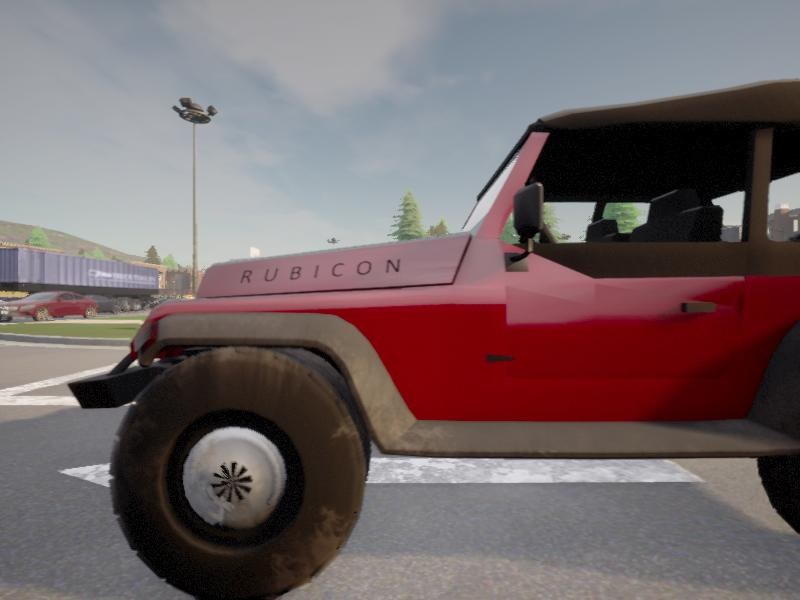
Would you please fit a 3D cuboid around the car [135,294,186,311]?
[{"bbox_3d":[-24.198,0.206,40.709,2.152,1.651,5.027,0,0,-1],"label":"car"}]

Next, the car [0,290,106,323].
[{"bbox_3d":[-16.997,0.287,19.540,1.812,1.442,4.674,0,0,-1],"label":"car"}]

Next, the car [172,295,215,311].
[{"bbox_3d":[-20.696,0.268,40.418,1.837,1.490,4.892,0,0,-1],"label":"car"}]

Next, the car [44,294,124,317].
[{"bbox_3d":[-20.561,0.329,26.318,1.994,1.385,4.181,0,0,-1],"label":"car"}]

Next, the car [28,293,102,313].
[{"bbox_3d":[-27.630,0.255,33.251,2.038,1.542,4.974,0,0,-1],"label":"car"}]

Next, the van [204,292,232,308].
[{"bbox_3d":[-24.322,0.026,53.661,1.775,1.987,4.442,0,0,-1],"label":"van"}]

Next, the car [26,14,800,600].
[{"bbox_3d":[0.764,0.046,2.201,3.866,1.878,1.905,0,0,0],"label":"car"}]

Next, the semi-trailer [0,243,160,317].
[{"bbox_3d":[-24.110,-1.192,30.934,2.717,4.402,14.254,0,0,0],"label":"semi-trailer"}]

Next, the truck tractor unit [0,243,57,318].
[{"bbox_3d":[-24.037,-1.086,23.020,3.053,4.208,6.516,0,0,-1],"label":"truck tractor unit"}]
